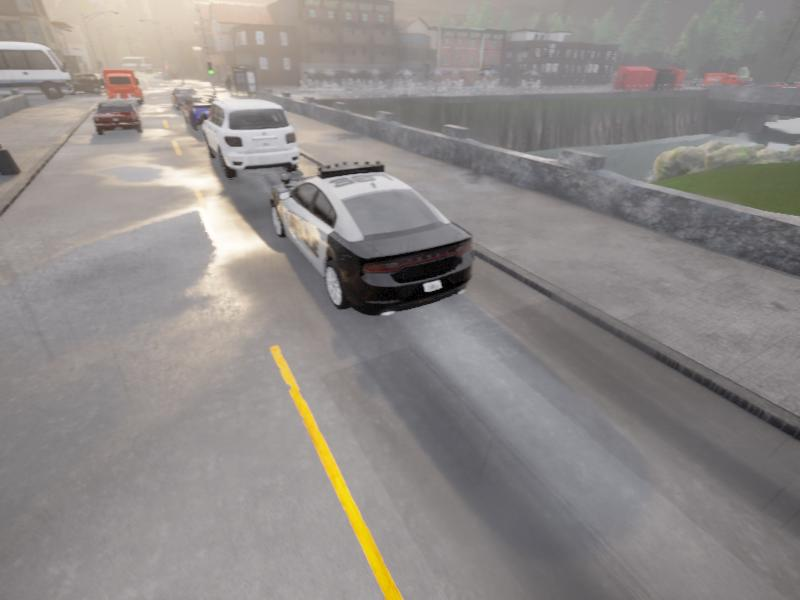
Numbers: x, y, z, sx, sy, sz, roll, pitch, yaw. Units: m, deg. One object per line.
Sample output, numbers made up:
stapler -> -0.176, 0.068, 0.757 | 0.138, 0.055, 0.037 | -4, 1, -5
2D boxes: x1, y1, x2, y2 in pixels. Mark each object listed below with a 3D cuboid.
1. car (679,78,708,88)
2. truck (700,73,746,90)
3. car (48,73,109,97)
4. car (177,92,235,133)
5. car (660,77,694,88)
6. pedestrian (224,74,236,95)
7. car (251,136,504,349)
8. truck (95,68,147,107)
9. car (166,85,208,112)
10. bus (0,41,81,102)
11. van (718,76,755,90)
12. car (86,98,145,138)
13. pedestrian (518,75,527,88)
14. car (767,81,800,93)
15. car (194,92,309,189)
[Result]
car -> 56.863, -42.098, 77.628 | 1.970, 1.475, 3.806 | -15, 34, -25
truck -> 56.811, -38.501, 70.438 | 2.627, 2.467, 5.204 | -15, 34, -25
car -> -31.792, -21.386, 39.696 | 1.905, 1.878, 3.866 | 19, 35, 26
car -> -10.498, -10.184, 21.519 | 2.007, 1.525, 4.514 | -15, 34, -25
car -> 52.920, -41.667, 76.546 | 2.033, 1.649, 4.856 | -15, 34, -25
pedestrian -> -17.444, -22.060, 40.975 | 0.751, 1.860, 0.751 | -7, 31, -13
car -> -0.860, -1.505, 6.874 | 1.930, 1.638, 5.238 | -15, 34, -26
truck -> -22.239, -17.133, 32.119 | 2.627, 2.467, 5.204 | -15, 34, -25
car -> -15.896, -15.018, 29.744 | 2.033, 1.411, 5.357 | -15, 34, -26
bus -> -33.908, -19.149, 33.514 | 10.273, 4.253, 3.944 | -17, 35, -27
van -> 60.470, -39.088, 72.006 | 1.775, 1.987, 4.442 | -15, 34, -25
car -> -13.964, -9.110, 19.832 | 1.895, 1.301, 4.718 | -15, 34, -25
pedestrian -> 19.079, -33.909, 62.091 | 0.751, 1.860, 0.751 | -16, 34, -26
car -> 64.286, -35.396, 66.344 | 2.007, 1.525, 4.514 | -15, 34, -25
car -> -5.032, -5.456, 13.099 | 2.150, 2.045, 5.566 | -15, 34, -25
